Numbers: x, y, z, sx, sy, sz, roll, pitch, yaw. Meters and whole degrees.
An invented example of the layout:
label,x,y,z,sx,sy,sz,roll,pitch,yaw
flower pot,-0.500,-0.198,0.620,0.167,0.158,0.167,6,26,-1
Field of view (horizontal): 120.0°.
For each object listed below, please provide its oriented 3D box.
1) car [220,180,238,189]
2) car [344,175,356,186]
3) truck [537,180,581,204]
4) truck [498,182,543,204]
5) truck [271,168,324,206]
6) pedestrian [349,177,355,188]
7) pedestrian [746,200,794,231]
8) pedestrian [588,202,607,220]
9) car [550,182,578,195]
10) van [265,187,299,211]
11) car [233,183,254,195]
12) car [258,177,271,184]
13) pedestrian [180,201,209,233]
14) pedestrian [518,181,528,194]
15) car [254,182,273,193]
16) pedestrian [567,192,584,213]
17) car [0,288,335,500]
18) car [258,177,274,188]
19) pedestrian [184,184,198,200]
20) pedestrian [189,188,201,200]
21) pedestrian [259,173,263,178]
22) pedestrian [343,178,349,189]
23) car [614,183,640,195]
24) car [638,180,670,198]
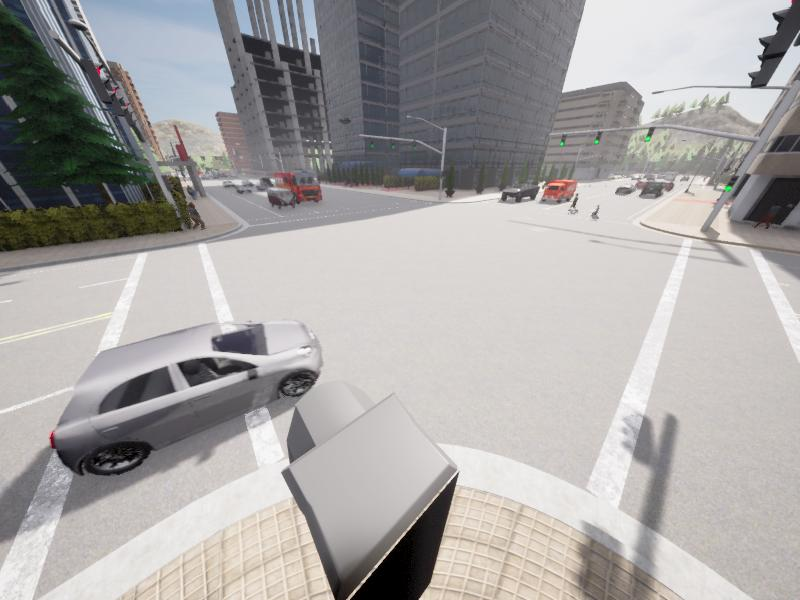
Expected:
label,x,y,z,sx,sy,sz,roll,pitch,yaw
car,-36.791,-24.805,49.561,2.033,1.411,5.357,-23,37,-34
car,-11.925,-28.857,55.608,2.390,2.098,6.274,-5,30,-9
truck,20.639,-14.161,30.061,5.204,2.467,2.627,-23,37,-34
truck,16.129,-14.403,30.853,6.274,2.098,2.390,-22,37,-33
truck,-13.322,-14.808,29.830,2.891,3.827,8.468,-23,37,-34
pedestrian,-10.136,-24.699,48.572,0.751,1.860,0.751,18,35,29
pedestrian,25.258,-5.799,15.832,0.751,1.860,0.751,9,31,15
pedestrian,17.069,-7.683,19.964,0.751,1.300,0.751,-24,38,-35
car,27.944,-19.021,39.371,5.366,1.575,1.801,-21,36,-32
van,-13.002,-11.136,25.308,1.775,1.987,4.442,-23,37,-34
car,-26.617,-18.882,39.234,1.970,1.475,3.806,-23,37,-34
car,-38.033,-33.671,64.788,1.882,1.535,5.008,-23,37,-34
pedestrian,-13.752,-5.591,15.476,0.751,1.860,0.751,25,38,36
pedestrian,20.045,-18.463,37.771,0.751,1.860,0.751,-20,35,-30
car,-24.991,-20.647,42.238,1.845,1.501,3.633,-23,37,-34
pedestrian,17.264,-9.603,22.730,0.751,1.860,0.751,21,36,32
car,-3.389,1.246,4.319,3.633,1.501,1.845,-17,34,-27
car,-30.444,-26.681,52.348,1.905,1.878,3.866,-23,37,-34
pedestrian,-27.490,-14.190,30.371,0.751,1.860,0.751,-23,37,-34
pedestrian,-27.654,-14.313,31.143,0.751,1.300,0.751,-20,36,-31
pedestrian,-53.230,-47.705,88.420,0.751,1.860,0.751,-25,39,-37
pedestrian,-10.875,-23.404,46.329,0.751,1.860,0.751,-26,39,-37
car,38.847,-19.096,39.545,4.974,1.542,2.038,-22,37,-34
car,39.614,-17.355,36.021,5.566,2.045,2.150,-23,37,-34
